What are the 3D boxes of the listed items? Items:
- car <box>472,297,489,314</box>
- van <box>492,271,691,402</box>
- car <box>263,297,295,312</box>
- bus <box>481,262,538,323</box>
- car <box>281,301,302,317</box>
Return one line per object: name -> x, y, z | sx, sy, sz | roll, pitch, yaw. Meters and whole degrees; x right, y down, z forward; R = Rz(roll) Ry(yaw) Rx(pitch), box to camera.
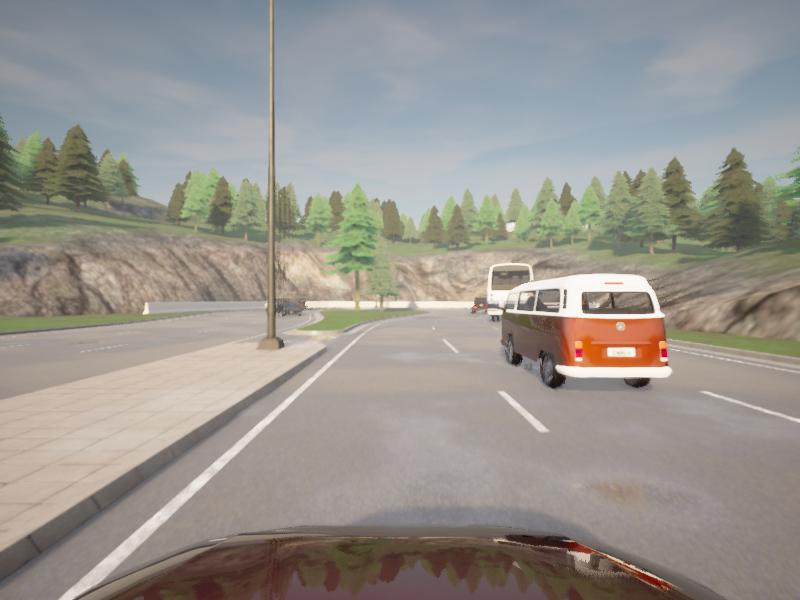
car -> 9.627, 0.644, 48.141 | 1.905, 1.878, 3.866 | 0, 0, 9
van -> 3.503, 0.571, 8.487 | 2.069, 2.038, 4.480 | 0, 0, 0
car -> -15.883, 0.654, 52.731 | 1.932, 1.855, 4.605 | -1, -1, 14
bus -> 9.063, -0.535, 33.469 | 3.944, 4.253, 10.273 | 0, 0, 15
car -> -10.573, 0.852, 39.309 | 1.816, 1.474, 4.193 | 0, 0, -13
